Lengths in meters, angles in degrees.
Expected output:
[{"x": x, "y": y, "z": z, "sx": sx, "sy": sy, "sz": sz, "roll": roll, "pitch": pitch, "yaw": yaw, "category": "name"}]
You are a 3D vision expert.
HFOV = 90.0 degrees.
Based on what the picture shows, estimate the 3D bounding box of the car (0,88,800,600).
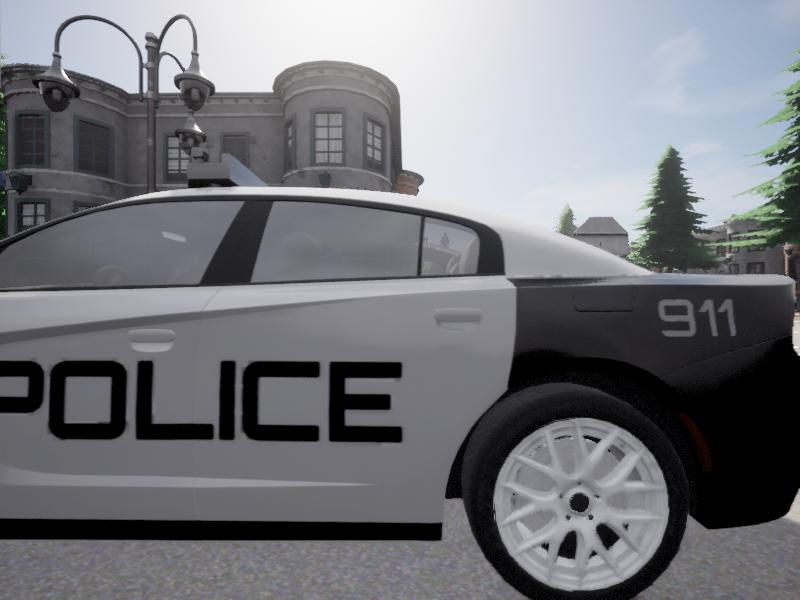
[{"x": -0.958, "y": 0.180, "z": 2.214, "sx": 5.238, "sy": 1.638, "sz": 1.930, "roll": 0, "pitch": 0, "yaw": 1, "category": "car"}]

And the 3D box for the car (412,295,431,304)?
[{"x": 4.745, "y": -0.067, "z": 88.530, "sx": 2.150, "sy": 2.045, "sz": 5.566, "roll": 0, "pitch": 0, "yaw": -21, "category": "car"}]

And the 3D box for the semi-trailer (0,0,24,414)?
[{"x": -10.569, "y": -1.211, "z": 2.396, "sx": 14.254, "sy": 4.402, "sz": 2.717, "roll": 0, "pitch": 0, "yaw": 1, "category": "semi-trailer"}]
